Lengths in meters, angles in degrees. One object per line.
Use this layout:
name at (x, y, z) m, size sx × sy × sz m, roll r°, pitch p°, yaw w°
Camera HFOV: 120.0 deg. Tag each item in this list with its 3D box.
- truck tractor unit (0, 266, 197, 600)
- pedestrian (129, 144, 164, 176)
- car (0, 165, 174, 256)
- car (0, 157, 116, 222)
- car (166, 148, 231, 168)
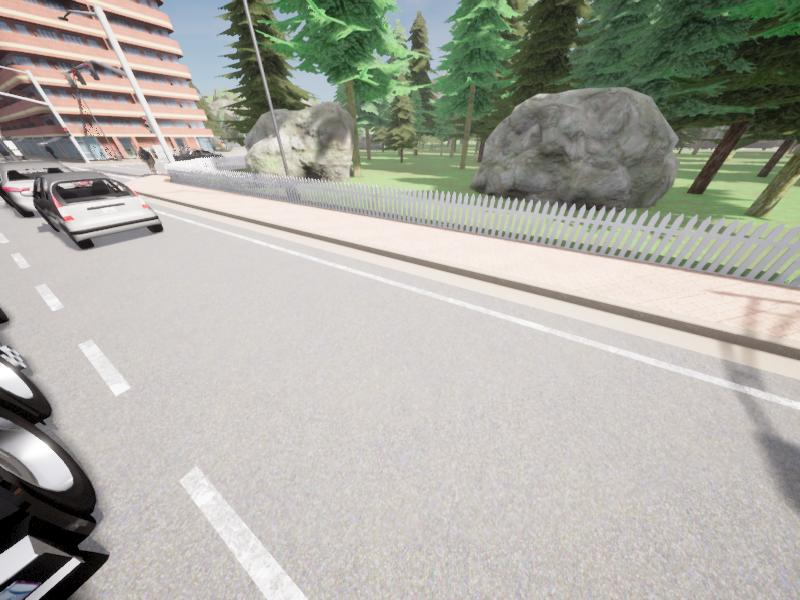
truck tractor unit at (-5.114, -0.298, 0.775) m, size 6.516 × 4.208 × 3.053 m, roll 18°, pitch 39°, yaw 24°
pedestrian at (-17.554, -9.728, 16.073) m, size 0.751 × 1.860 × 0.751 m, roll -15°, pitch 38°, yaw -20°
car at (-8.949, -2.775, 6.641) m, size 3.988 × 1.617 × 1.851 m, roll 18°, pitch 39°, yaw 25°
car at (-14.319, -4.613, 9.264) m, size 4.611 × 1.667 × 2.242 m, roll 19°, pitch 39°, yaw 25°
car at (-21.135, -15.183, 24.552) m, size 1.837 × 1.490 × 4.892 m, roll 12°, pitch 37°, yaw 17°
